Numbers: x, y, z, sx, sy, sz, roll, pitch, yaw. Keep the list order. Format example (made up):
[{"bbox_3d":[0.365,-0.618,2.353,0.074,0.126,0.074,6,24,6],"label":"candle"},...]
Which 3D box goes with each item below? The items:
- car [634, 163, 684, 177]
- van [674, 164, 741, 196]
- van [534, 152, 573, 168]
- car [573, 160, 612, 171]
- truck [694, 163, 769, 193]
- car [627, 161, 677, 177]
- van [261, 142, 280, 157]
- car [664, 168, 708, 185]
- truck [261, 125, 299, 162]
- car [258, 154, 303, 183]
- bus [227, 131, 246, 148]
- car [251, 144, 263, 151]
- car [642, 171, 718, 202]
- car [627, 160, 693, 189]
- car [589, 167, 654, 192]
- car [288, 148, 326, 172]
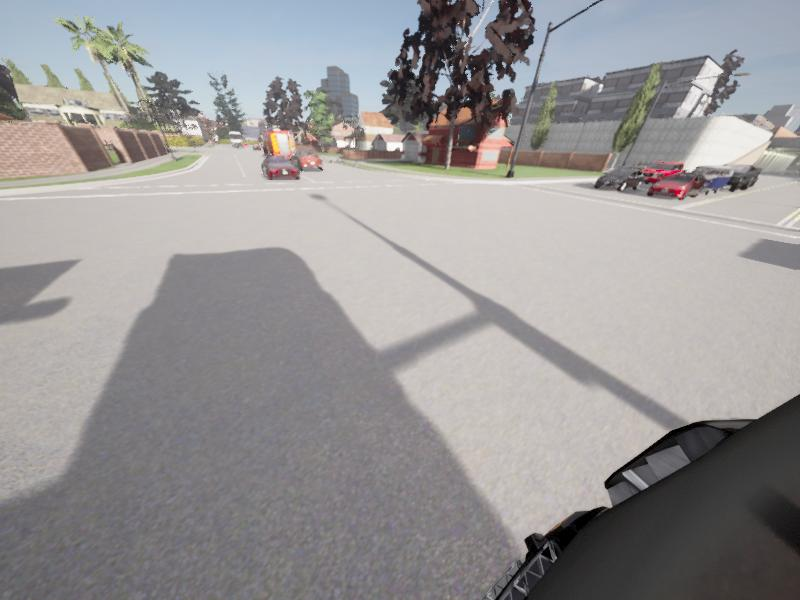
[{"bbox_3d":[42.057,-21.201,37.626,2.128,1.511,4.902,-16,38,-26],"label":"car"},{"bbox_3d":[24.753,-9.714,18.623,4.442,1.987,1.775,-16,38,-26],"label":"van"},{"bbox_3d":[31.005,-28.563,47.025,1.988,2.561,5.915,-16,38,-26],"label":"van"},{"bbox_3d":[37.078,-25.990,44.609,2.033,1.411,5.357,-16,38,-26],"label":"car"},{"bbox_3d":[31.180,-11.548,21.745,6.274,2.098,2.390,-15,38,-25],"label":"truck"},{"bbox_3d":[39.059,-20.462,35.968,1.932,1.855,4.605,-17,38,-27],"label":"car"},{"bbox_3d":[-22.452,-26.136,40.065,1.775,1.987,4.442,-19,39,-29],"label":"van"},{"bbox_3d":[31.941,-13.843,25.827,3.806,1.475,1.970,-17,38,-27],"label":"car"},{"bbox_3d":[-17.248,-22.243,32.891,2.891,3.827,8.468,-17,38,-27],"label":"truck"},{"bbox_3d":[-8.526,-9.398,16.365,1.994,1.385,4.181,-18,38,-27],"label":"car"},{"bbox_3d":[-55.470,-54.458,78.424,3.944,4.253,10.273,-17,38,-27],"label":"bus"},{"bbox_3d":[-37.369,-39.885,60.394,1.895,1.301,4.718,-17,38,-27],"label":"car"},{"bbox_3d":[19.469,-8.008,16.087,4.514,1.525,2.007,-16,38,-26],"label":"car"},{"bbox_3d":[24.550,-11.887,21.833,5.566,2.045,2.150,-16,38,-26],"label":"car"},{"bbox_3d":[17.913,-9.782,18.684,4.892,1.490,1.837,-16,38,-26],"label":"car"},{"bbox_3d":[-9.276,-13.869,22.809,2.152,1.651,5.027,-17,38,-27],"label":"car"}]
